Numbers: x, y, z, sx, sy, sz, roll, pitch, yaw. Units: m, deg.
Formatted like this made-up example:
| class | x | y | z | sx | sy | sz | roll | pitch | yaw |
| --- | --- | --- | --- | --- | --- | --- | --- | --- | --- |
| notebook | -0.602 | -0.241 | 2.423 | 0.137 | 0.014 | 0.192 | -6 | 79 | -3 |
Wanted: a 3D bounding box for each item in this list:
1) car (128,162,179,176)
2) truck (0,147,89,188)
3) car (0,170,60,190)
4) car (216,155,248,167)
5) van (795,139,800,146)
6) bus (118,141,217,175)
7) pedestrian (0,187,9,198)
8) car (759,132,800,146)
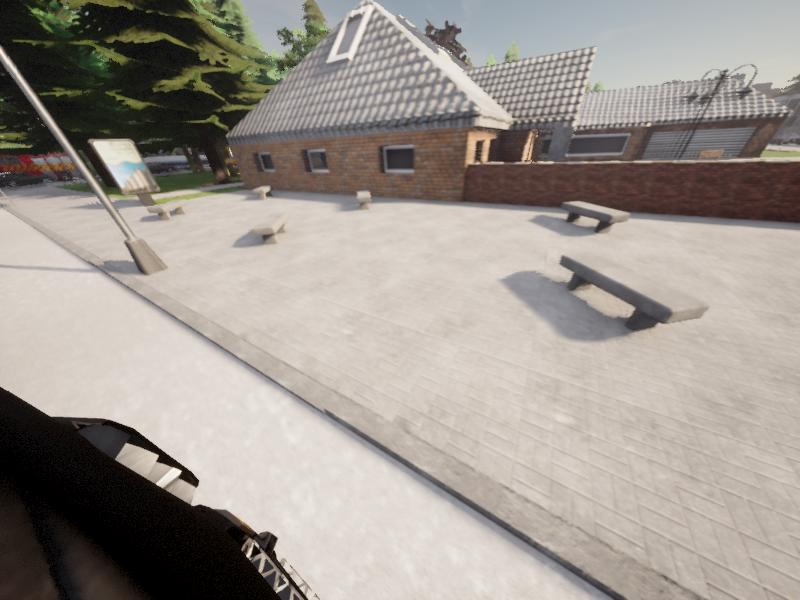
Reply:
| class | x | y | z | sx | sy | sz | roll | pitch | yaw |
| --- | --- | --- | --- | --- | --- | --- | --- | --- | --- |
| car | -37.446 | -20.069 | 35.331 | 1.837 | 1.490 | 4.892 | 16 | 39 | 26 |
| truck | -46.107 | -16.245 | 28.186 | 2.891 | 3.827 | 8.468 | 10 | 36 | 19 |
| car | -42.739 | -13.541 | 25.999 | 1.837 | 1.490 | 4.892 | -3 | 34 | 2 |
| car | -33.936 | -28.154 | 46.846 | 2.097 | 1.767 | 4.553 | 16 | 38 | 26 |
| van | 51.476 | -19.082 | 26.302 | 2.351 | 2.431 | 6.366 | 3 | 34 | 9 |
| bus | -38.687 | -24.285 | 39.249 | 3.944 | 4.253 | 10.273 | 16 | 38 | 26 |
| pedestrian | -30.662 | -8.555 | 17.091 | 0.751 | 1.860 | 0.751 | -27 | 41 | -32 |
| car | 50.767 | -21.216 | 30.488 | 1.994 | 1.385 | 4.181 | 16 | 38 | 26 |
